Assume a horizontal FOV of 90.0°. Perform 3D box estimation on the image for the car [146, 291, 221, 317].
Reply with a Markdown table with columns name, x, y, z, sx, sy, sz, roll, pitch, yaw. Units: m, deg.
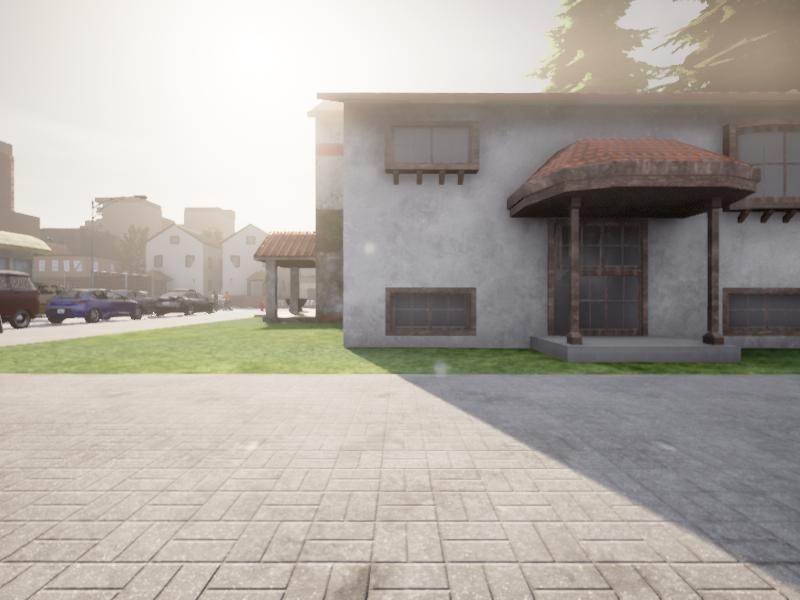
| name | x | y | z | sx | sy | sz | roll | pitch | yaw |
| --- | --- | --- | --- | --- | --- | --- | --- | --- | --- |
| car | -13.448 | 0.244 | 25.302 | 2.163 | 1.488 | 4.792 | 0 | 0 | 0 |

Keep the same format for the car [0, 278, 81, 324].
| name | x | y | z | sx | sy | sz | roll | pitch | yaw |
| --- | --- | --- | --- | --- | --- | --- | --- | --- | --- |
| car | -17.329 | 0.043 | 18.169 | 1.932 | 1.855 | 4.605 | 0 | 0 | 2 |

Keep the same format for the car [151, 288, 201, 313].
| name | x | y | z | sx | sy | sz | roll | pitch | yaw |
| --- | --- | --- | --- | --- | --- | --- | --- | --- | --- |
| car | -17.622 | 0.036 | 31.695 | 1.905 | 1.878 | 3.866 | 0 | 0 | -1 |

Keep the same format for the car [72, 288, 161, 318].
| name | x | y | z | sx | sy | sz | roll | pitch | yaw |
| --- | --- | --- | --- | --- | --- | --- | --- | --- | --- |
| car | -17.411 | 0.168 | 24.949 | 2.033 | 1.649 | 4.856 | 0 | 0 | 1 |

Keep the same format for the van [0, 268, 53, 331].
| name | x | y | z | sx | sy | sz | roll | pitch | yaw |
| --- | --- | --- | --- | --- | --- | --- | --- | --- | --- |
| van | -13.441 | -0.009 | 12.281 | 1.775 | 1.987 | 4.442 | 0 | 0 | -1 |

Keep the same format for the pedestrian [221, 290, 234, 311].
| name | x | y | z | sx | sy | sz | roll | pitch | yaw |
| --- | --- | --- | --- | --- | --- | --- | --- | --- | --- |
| pedestrian | -15.662 | 0.028 | 36.279 | 0.751 | 1.860 | 0.751 | 0 | 0 | 21 |

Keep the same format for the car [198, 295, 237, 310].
| name | x | y | z | sx | sy | sz | roll | pitch | yaw |
| --- | --- | --- | --- | --- | --- | --- | --- | --- | --- |
| car | -19.003 | 0.225 | 41.522 | 2.128 | 1.511 | 4.902 | 0 | 0 | -44 |

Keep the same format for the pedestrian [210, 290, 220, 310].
| name | x | y | z | sx | sy | sz | roll | pitch | yaw |
| --- | --- | --- | --- | --- | --- | --- | --- | --- | --- |
| pedestrian | -17.293 | 0.027 | 37.375 | 0.751 | 1.860 | 0.751 | 0 | 0 | -11 |

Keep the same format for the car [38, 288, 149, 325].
| name | x | y | z | sx | sy | sz | roll | pitch | yaw |
| --- | --- | --- | --- | --- | --- | --- | --- | --- | --- |
| car | -13.465 | 0.247 | 17.954 | 1.816 | 1.474 | 4.193 | 0 | 0 | 0 |
